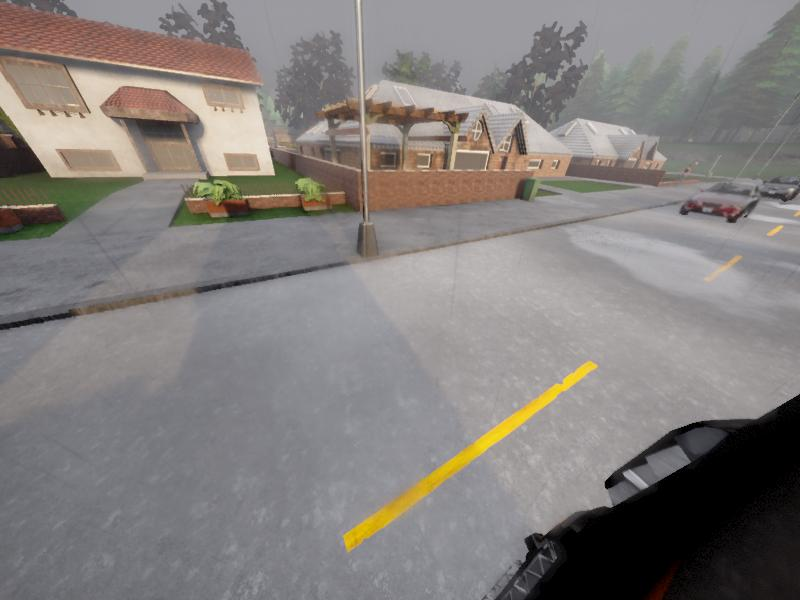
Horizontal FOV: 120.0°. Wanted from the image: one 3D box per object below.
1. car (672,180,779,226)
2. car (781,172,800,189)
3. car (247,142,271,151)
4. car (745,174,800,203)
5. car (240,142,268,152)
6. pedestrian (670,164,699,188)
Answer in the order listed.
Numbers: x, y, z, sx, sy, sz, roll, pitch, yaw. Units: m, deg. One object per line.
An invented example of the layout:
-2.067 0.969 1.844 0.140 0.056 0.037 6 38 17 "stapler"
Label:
15.188 -4.657 10.796 4.193 1.474 1.816 -16 38 -26 "car"
48.643 -14.280 27.685 4.611 1.667 2.242 -16 38 -27 "car"
-34.613 -37.767 56.874 4.792 1.488 2.163 -16 38 -26 "car"
28.633 -8.427 17.387 3.988 1.617 1.851 -15 37 -25 "car"
-33.746 -35.413 53.507 5.027 1.651 2.152 -16 38 -26 "car"
25.646 -11.190 20.860 0.751 1.860 0.751 -16 38 -26 "pedestrian"
